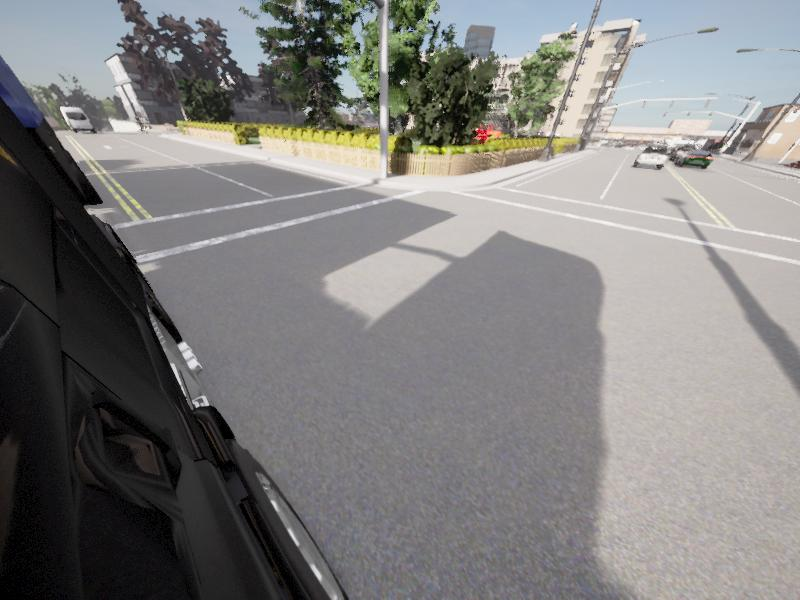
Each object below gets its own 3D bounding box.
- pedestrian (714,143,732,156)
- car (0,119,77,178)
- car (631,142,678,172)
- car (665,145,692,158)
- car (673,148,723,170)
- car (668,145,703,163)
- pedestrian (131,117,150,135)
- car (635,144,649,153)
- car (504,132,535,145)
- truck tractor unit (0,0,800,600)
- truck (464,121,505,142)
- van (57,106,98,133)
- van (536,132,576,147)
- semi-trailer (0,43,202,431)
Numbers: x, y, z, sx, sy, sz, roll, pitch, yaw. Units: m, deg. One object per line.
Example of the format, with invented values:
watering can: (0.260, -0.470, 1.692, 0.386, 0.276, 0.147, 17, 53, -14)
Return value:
pedestrian: (58.429, -27.261, 41.828, 0.751, 1.860, 0.751, 10, 37, 9)
car: (-16.560, -6.747, 10.087, 4.553, 1.767, 2.097, 28, 44, 30)
car: (22.336, -12.725, 20.404, 1.932, 1.855, 4.605, 29, 44, 31)
car: (43.430, -23.154, 35.965, 4.674, 1.442, 1.812, -25, 45, -32)
car: (29.360, -14.112, 22.976, 2.038, 1.542, 4.974, 28, 44, 30)
car: (35.342, -18.203, 28.734, 1.851, 1.617, 3.988, 28, 44, 30)
pedestrian: (-33.328, -22.343, 29.701, 0.751, 1.860, 0.751, 21, 40, 22)
car: (58.441, -36.630, 55.842, 1.812, 1.442, 4.674, 28, 39, 30)
car: (27.615, -37.530, 53.596, 5.566, 2.045, 2.150, 29, 44, 31)
truck tractor unit: (-2.645, -0.295, 0.351, 6.516, 4.208, 3.053, 28, 44, 30)
truck: (20.916, -42.024, 57.675, 8.468, 3.827, 2.891, 30, 45, 31)
van: (-42.488, -23.638, 30.441, 5.915, 2.561, 1.988, 27, 42, 31)
van: (33.312, -34.532, 49.646, 6.366, 2.431, 2.351, 29, 44, 30)
semi-trailer: (-8.702, -3.607, 4.218, 14.254, 4.402, 2.717, 28, 44, 30)
